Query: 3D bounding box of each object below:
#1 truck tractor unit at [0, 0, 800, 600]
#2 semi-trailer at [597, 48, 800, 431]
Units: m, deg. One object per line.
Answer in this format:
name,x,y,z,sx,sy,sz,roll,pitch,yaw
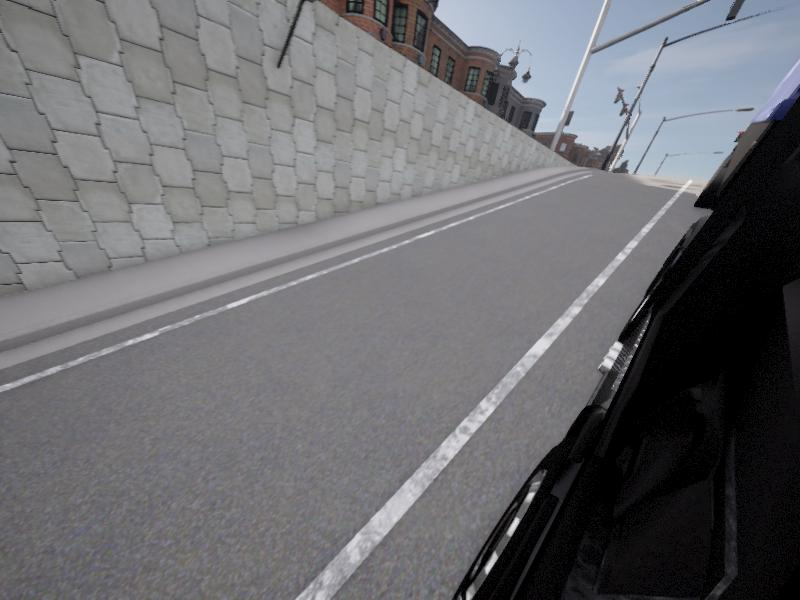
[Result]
truck tractor unit,2.645,-0.295,0.351,6.516,4.208,3.053,-28,44,-30
semi-trailer,8.727,-3.523,4.290,14.254,4.402,2.717,-27,44,-30
